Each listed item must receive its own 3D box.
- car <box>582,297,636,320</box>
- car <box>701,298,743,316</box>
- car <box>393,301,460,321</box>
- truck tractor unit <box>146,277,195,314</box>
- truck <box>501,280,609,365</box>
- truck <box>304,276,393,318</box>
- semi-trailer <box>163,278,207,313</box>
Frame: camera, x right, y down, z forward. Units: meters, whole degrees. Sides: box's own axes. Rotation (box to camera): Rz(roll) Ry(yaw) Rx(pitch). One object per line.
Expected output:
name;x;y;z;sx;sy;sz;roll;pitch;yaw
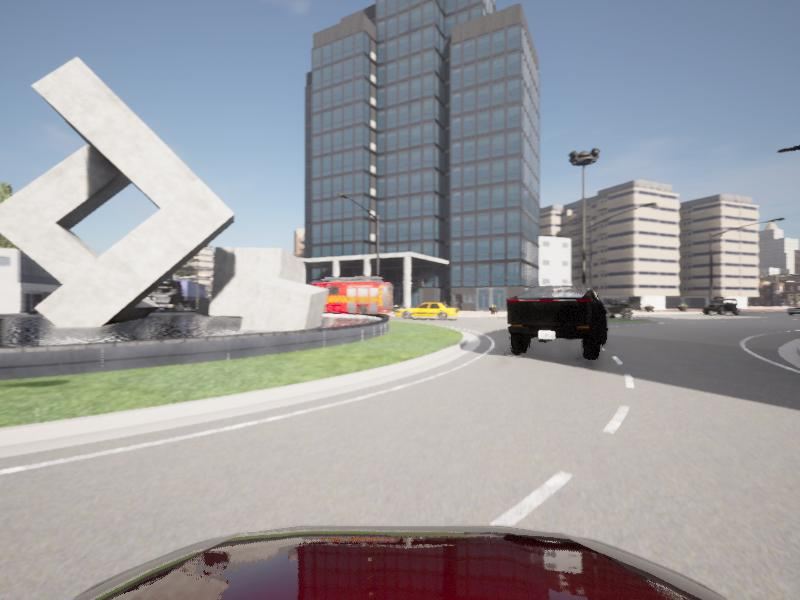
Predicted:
car;18.088;0.728;34.648;3.866;1.878;1.905;0;0;-16
car;35.788;0.766;44.502;3.866;1.878;1.905;0;0;-20
car;2.255;0.861;33.056;5.366;1.575;1.801;0;0;10
truck tractor unit;-27.800;-0.469;48.800;3.053;4.208;6.516;0;0;-10
truck;5.392;0.572;13.180;2.390;2.098;6.274;0;0;30
truck;-5.134;-0.259;39.632;8.468;3.827;2.891;0;0;24
semi-trailer;-29.901;-0.558;56.420;2.717;4.402;14.254;0;0;-17
